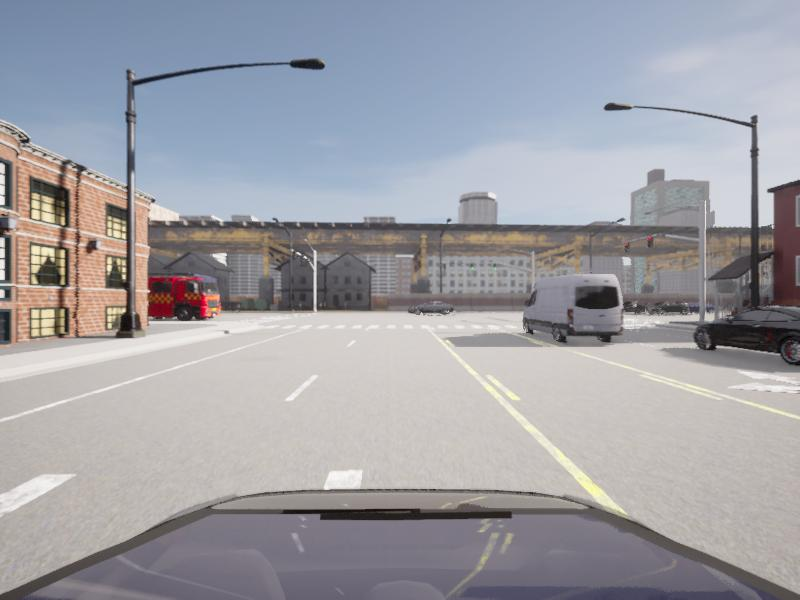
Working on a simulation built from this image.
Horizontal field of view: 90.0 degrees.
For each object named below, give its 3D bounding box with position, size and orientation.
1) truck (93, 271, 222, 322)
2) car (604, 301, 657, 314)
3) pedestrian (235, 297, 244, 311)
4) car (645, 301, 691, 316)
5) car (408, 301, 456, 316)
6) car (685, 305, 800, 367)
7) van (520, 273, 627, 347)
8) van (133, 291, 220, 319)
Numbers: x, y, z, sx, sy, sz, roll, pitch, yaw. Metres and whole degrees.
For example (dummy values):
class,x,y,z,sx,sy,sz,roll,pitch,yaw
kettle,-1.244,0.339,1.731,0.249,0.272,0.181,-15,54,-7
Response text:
class,x,y,z,sx,sy,sz,roll,pitch,yaw
truck,-18.935,-0.271,31.597,8.468,3.827,2.891,0,0,0
car,26.274,0.874,45.689,4.892,1.490,1.837,0,0,0
pedestrian,-21.002,0.558,52.354,0.751,1.860,0.751,0,0,13
car,28.211,0.838,42.194,3.705,1.549,1.789,0,0,0
car,3.300,0.879,42.144,4.902,1.511,2.128,0,0,0
car,10.473,0.875,11.062,1.812,1.442,4.674,0,0,0
van,6.956,0.338,16.970,1.988,2.561,5.915,0,0,0
van,-19.490,0.432,35.152,6.366,2.431,2.351,0,0,0
